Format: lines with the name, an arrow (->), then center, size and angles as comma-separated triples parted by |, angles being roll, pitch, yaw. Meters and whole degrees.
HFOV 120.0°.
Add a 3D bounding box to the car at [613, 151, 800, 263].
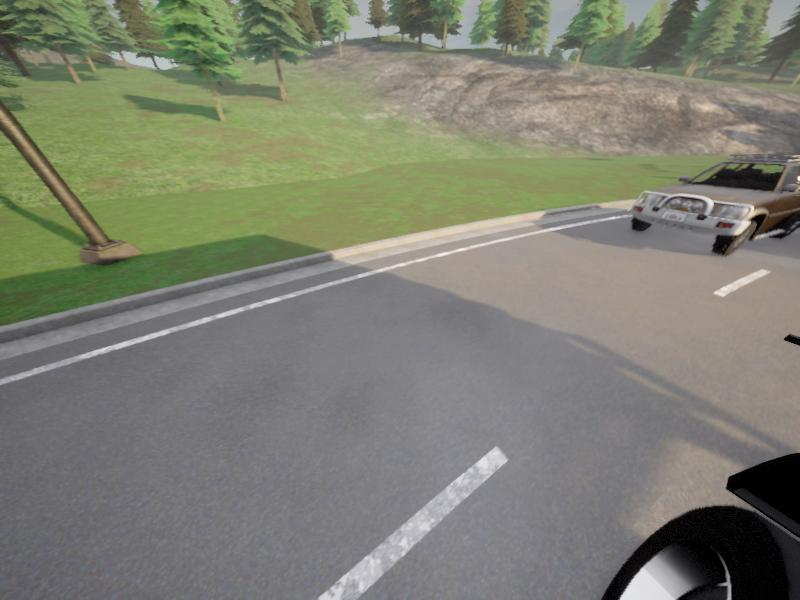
car -> 8.387, -2.564, 5.813 | 4.605, 1.855, 1.932 | -13, 36, -17
